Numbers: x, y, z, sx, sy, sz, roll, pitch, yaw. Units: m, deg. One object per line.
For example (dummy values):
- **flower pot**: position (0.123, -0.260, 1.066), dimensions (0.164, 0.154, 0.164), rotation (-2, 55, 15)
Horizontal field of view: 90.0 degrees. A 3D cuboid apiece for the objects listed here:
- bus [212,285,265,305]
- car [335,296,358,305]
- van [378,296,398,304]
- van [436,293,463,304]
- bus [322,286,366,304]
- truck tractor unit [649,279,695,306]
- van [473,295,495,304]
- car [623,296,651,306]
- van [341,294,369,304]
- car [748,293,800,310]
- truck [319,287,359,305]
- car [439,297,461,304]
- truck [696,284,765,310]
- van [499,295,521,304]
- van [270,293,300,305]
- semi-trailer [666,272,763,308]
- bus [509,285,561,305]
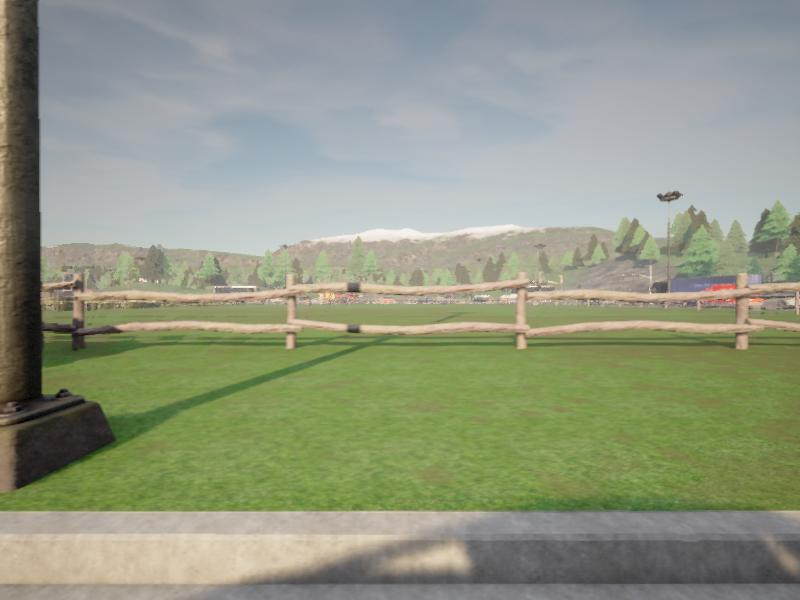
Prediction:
- **bus**: position (-35.579, -1.102, 88.510), dimensions (10.273, 4.253, 3.944), rotation (0, 0, 0)
- **car**: position (-11.259, 0.060, 84.979), dimensions (4.605, 1.855, 1.932), rotation (1, 0, 0)
- **van**: position (-2.725, 0.003, 92.012), dimensions (4.442, 1.987, 1.775), rotation (0, 0, 0)
- **van**: position (11.336, -0.290, 92.064), dimensions (5.915, 2.561, 1.988), rotation (0, 0, 0)
- **bus**: position (-13.727, -1.126, 99.092), dimensions (10.273, 4.253, 3.944), rotation (1, 0, 0)
- **truck tractor unit**: position (43.634, -1.157, 64.461), dimensions (3.053, 4.208, 6.516), rotation (0, 0, 0)
- **van**: position (18.533, -0.048, 88.613), dimensions (4.480, 2.038, 2.069), rotation (0, 0, -1)
- **car**: position (40.138, 0.117, 67.923), dimensions (2.242, 1.667, 4.611), rotation (0, 0, 3)
- **van**: position (-10.764, -0.211, 95.481), dimensions (6.366, 2.431, 2.351), rotation (0, 0, 0)
- **car**: position (39.974, 0.141, 42.249), dimensions (2.152, 1.651, 5.027), rotation (0, 0, 0)
- **truck**: position (-13.375, -0.905, 88.467), dimensions (8.468, 3.827, 2.891), rotation (0, 0, 0)
- **car**: position (11.923, 0.168, 95.569), dimensions (5.027, 1.651, 2.152), rotation (0, 0, 0)
- **truck**: position (32.953, -0.276, 40.145), dimensions (2.627, 2.467, 5.204), rotation (0, 0, 0)
- **van**: position (25.489, -0.052, 92.980), dimensions (4.480, 2.038, 2.069), rotation (0, 1, -14)
- **van**: position (-24.419, -0.274, 84.927), dimensions (5.915, 2.561, 1.988), rotation (0, 0, 0)
- **semi-trailer**: position (43.585, -1.260, 56.546), dimensions (2.717, 4.402, 14.254), rotation (0, 0, 0)
- **bus**: position (29.219, -1.162, 86.597), dimensions (10.273, 4.253, 3.944), rotation (0, 2, -16)
